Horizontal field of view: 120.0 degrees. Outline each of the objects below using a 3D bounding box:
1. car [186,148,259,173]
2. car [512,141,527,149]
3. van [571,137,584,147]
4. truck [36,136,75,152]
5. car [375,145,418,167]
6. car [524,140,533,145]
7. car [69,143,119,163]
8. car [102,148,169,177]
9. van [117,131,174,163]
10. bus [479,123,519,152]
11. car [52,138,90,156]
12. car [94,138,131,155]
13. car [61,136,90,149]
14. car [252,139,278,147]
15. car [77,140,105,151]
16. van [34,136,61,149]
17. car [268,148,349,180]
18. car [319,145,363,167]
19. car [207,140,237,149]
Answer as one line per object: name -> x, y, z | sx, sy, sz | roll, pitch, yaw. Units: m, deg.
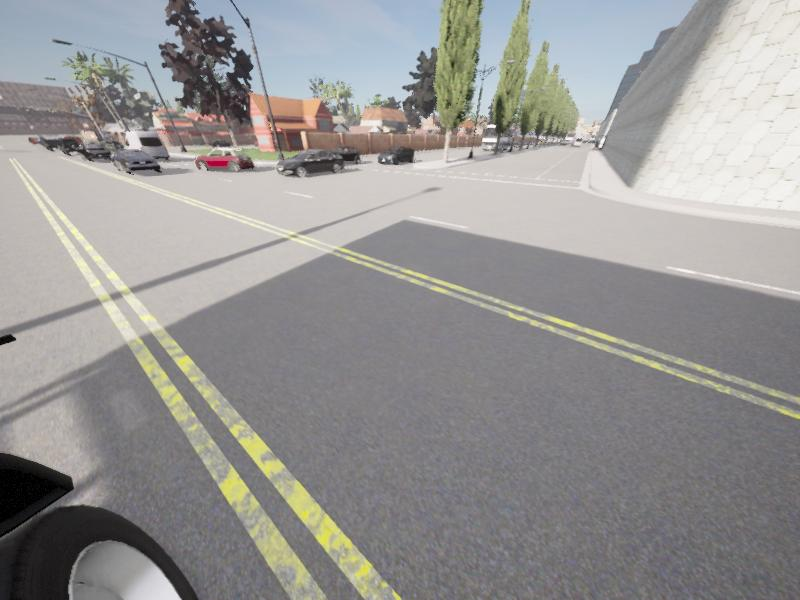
car -> -13.487, -10.773, 17.761 | 3.806, 1.475, 1.970 | 5, 35, 6
car -> 31.592, -40.982, 61.006 | 2.128, 1.511, 4.902 | 22, 41, 27
van -> 54.392, -48.562, 70.898 | 1.988, 2.561, 5.915 | 16, 38, 21
truck -> -57.022, -25.889, 38.204 | 6.274, 2.098, 2.390 | 22, 41, 28
car -> -0.245, -14.359, 22.922 | 2.007, 1.525, 4.514 | 22, 40, 27
car -> 46.793, -57.372, 84.172 | 1.882, 1.535, 5.008 | 22, 41, 27
car -> -32.179, -15.513, 24.272 | 4.902, 1.511, 2.128 | 22, 41, 28
car -> -19.365, -10.122, 16.855 | 5.357, 1.411, 2.033 | 24, 42, 30
van -> -26.943, -16.234, 24.450 | 5.915, 2.561, 1.988 | 22, 41, 28
bus -> 19.665, -32.005, 45.759 | 3.944, 4.253, 10.273 | 22, 40, 27
car -> -43.884, -20.439, 30.813 | 3.866, 1.878, 1.905 | 22, 41, 28
car -> -39.880, -21.259, 32.019 | 4.605, 1.855, 1.932 | 22, 40, 28
car -> -65.087, -31.646, 46.269 | 5.566, 2.045, 2.150 | 23, 41, 27
car -> -34.234, -39.799, 58.566 | 2.152, 1.651, 5.027 | 21, 40, 27
car -> -52.724, -26.346, 39.431 | 3.806, 1.475, 1.970 | 22, 41, 28
van -> -67.044, -29.958, 43.909 | 4.442, 1.987, 1.775 | 23, 41, 27
car -> -6.126, -9.637, 16.205 | 1.837, 1.490, 4.892 | 25, 42, 30
car -> -5.436, -13.594, 21.767 | 1.789, 1.549, 3.705 | 22, 40, 27
car -> -39.789, -34.936, 51.736 | 1.837, 1.490, 4.892 | 21, 40, 27
